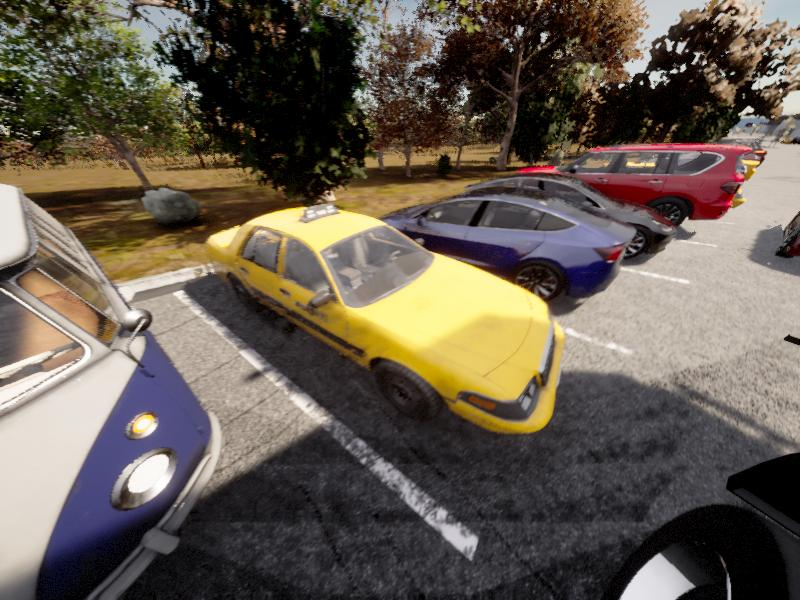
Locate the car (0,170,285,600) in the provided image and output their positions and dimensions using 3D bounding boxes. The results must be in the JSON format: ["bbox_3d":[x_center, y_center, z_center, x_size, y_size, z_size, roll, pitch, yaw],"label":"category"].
[{"bbox_3d":[-3.283,0.358,1.710,4.442,1.987,1.878,21,40,29],"label":"car"}]

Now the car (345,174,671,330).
[{"bbox_3d":[1.478,-1.458,4.688,4.792,1.488,2.163,21,41,29],"label":"car"}]

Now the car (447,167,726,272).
[{"bbox_3d":[3.971,-2.436,6.049,4.792,1.488,2.163,21,40,29],"label":"car"}]

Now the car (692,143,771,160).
[{"bbox_3d":[37.246,-16.845,26.201,4.674,1.452,2.002,18,39,26],"label":"car"}]

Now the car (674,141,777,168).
[{"bbox_3d":[27.914,-12.732,20.164,4.553,1.767,2.185,19,39,27],"label":"car"}]

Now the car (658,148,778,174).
[{"bbox_3d":[23.251,-10.502,17.311,4.792,1.488,2.163,20,39,27],"label":"car"}]

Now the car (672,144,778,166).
[{"bbox_3d":[30.123,-13.726,21.770,5.366,1.575,1.946,19,40,27],"label":"car"}]

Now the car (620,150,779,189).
[{"bbox_3d":[16.067,-7.462,13.015,5.008,1.535,2.097,21,40,28],"label":"car"}]

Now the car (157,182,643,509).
[{"bbox_3d":[-0.783,-0.427,3.185,5.366,1.575,1.946,21,40,29],"label":"car"}]

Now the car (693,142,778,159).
[{"bbox_3d":[39.704,-17.919,27.621,5.366,1.575,1.946,18,39,26],"label":"car"}]

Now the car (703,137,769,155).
[{"bbox_3d":[46.473,-21.422,32.145,4.442,1.987,1.878,17,38,25],"label":"car"}]

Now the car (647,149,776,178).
[{"bbox_3d":[20.815,-9.488,15.896,4.792,1.488,2.163,20,40,28],"label":"car"}]

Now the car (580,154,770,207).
[{"bbox_3d":[11.242,-5.451,10.209,4.892,1.521,2.231,21,40,28],"label":"car"}]

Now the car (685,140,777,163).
[{"bbox_3d":[32.638,-14.826,23.089,4.553,1.767,2.185,19,39,26],"label":"car"}]

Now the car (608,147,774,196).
[{"bbox_3d":[13.678,-6.551,11.526,4.553,1.767,2.185,21,40,28],"label":"car"}]

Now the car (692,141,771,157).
[{"bbox_3d":[41.672,-19.112,29.305,5.366,1.575,1.946,18,39,25],"label":"car"}]

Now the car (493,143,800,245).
[{"bbox_3d":[6.354,-3.675,7.298,5.566,2.045,2.435,21,41,29],"label":"car"}]

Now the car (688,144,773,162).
[{"bbox_3d":[34.938,-15.767,24.692,4.674,1.452,2.002,19,39,26],"label":"car"}]

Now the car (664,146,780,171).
[{"bbox_3d":[25.589,-11.568,18.751,5.008,1.535,2.097,20,40,27],"label":"car"}]

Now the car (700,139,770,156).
[{"bbox_3d":[44.136,-20.252,30.682,4.553,1.767,2.185,18,39,25],"label":"car"}]

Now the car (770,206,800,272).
[{"bbox_3d":[10.140,-1.547,4.818,4.181,1.385,1.994,-22,41,-28],"label":"car"}]

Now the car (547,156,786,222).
[{"bbox_3d":[8.969,-4.402,8.732,5.366,1.575,1.946,21,40,29],"label":"car"}]
